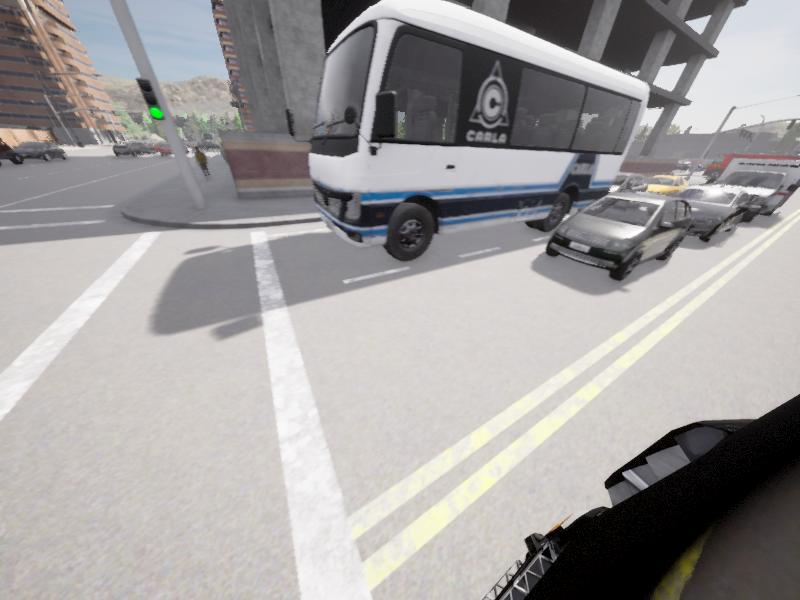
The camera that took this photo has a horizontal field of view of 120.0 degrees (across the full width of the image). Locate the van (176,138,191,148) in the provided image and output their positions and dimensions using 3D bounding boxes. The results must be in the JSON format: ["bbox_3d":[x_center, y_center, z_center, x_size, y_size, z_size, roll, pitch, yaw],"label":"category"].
[{"bbox_3d":[-70.850,-51.569,75.657,1.988,2.561,5.915,-16,37,-25],"label":"van"}]

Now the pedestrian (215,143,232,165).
[{"bbox_3d":[-17.788,-14.757,23.344,0.751,1.860,0.751,-14,37,-24],"label":"pedestrian"}]

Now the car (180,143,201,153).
[{"bbox_3d":[-43.832,-31.917,48.416,2.242,1.667,4.611,-16,37,-25],"label":"car"}]

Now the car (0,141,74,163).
[{"bbox_3d":[-33.507,-13.821,21.487,1.837,1.490,4.892,-15,37,-25],"label":"car"}]

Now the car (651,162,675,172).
[{"bbox_3d":[60.734,-30.772,53.274,4.605,1.855,1.932,-16,37,-26],"label":"car"}]

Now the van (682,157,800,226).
[{"bbox_3d":[17.616,-5.580,11.552,6.366,2.431,2.351,-16,37,-26],"label":"van"}]

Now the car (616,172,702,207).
[{"bbox_3d":[16.313,-7.071,14.516,5.366,1.575,1.801,-16,37,-26],"label":"car"}]

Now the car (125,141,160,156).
[{"bbox_3d":[-38.535,-22.784,34.728,2.033,1.649,4.856,-16,37,-25],"label":"car"}]

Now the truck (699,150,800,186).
[{"bbox_3d":[51.179,-19.412,33.682,2.891,3.827,8.468,-1,33,-6],"label":"truck"}]

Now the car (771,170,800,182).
[{"bbox_3d":[68.716,-22.053,40.984,4.856,1.649,2.033,-16,37,-26],"label":"car"}]

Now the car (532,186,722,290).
[{"bbox_3d":[5.466,-1.751,5.656,3.705,1.549,1.789,-16,37,-26],"label":"car"}]

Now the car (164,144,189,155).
[{"bbox_3d":[-36.747,-24.820,38.103,1.970,1.475,3.806,-16,37,-26],"label":"car"}]

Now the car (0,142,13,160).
[{"bbox_3d":[-36.181,-12.597,19.449,1.816,1.474,4.193,-16,37,-25],"label":"car"}]

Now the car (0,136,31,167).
[{"bbox_3d":[-30.354,-10.845,16.789,1.905,1.878,3.866,-16,37,-26],"label":"car"}]

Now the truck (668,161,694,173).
[{"bbox_3d":[62.238,-29.449,51.181,4.478,2.038,2.069,-16,37,-26],"label":"truck"}]

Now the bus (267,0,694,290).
[{"bbox_3d":[2.633,-4.193,6.729,10.273,4.253,3.944,-16,37,-26],"label":"bus"}]

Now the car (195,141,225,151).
[{"bbox_3d":[-48.643,-39.563,59.319,5.566,2.045,2.150,-16,37,-26],"label":"car"}]

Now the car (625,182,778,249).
[{"bbox_3d":[11.025,-3.319,8.477,4.902,1.511,2.128,-16,37,-26],"label":"car"}]

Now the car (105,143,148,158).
[{"bbox_3d":[-35.212,-19.415,29.911,2.128,1.511,4.902,-16,37,-26],"label":"car"}]

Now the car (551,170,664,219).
[{"bbox_3d":[10.191,-5.361,11.397,4.611,1.667,2.242,-16,38,-26],"label":"car"}]

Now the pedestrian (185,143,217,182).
[{"bbox_3d":[-11.420,-7.931,13.346,0.751,1.860,0.751,-14,36,-23],"label":"pedestrian"}]

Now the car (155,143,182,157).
[{"bbox_3d":[-33.901,-22.012,33.933,1.789,1.549,3.705,-16,37,-26],"label":"car"}]
